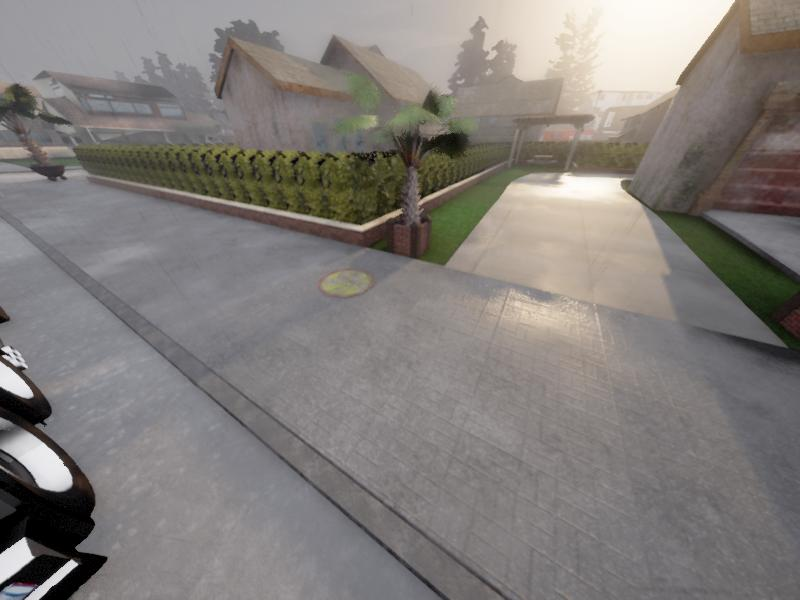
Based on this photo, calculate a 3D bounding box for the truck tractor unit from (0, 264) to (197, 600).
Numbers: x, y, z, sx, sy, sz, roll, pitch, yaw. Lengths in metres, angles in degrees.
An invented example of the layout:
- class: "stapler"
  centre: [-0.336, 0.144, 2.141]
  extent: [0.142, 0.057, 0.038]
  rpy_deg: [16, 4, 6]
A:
- class: "truck tractor unit"
  centre: [-5.117, -0.292, 0.790]
  extent: [6.516, 4.208, 3.053]
  rpy_deg: [18, 39, 24]

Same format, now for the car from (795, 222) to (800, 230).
- class: "car"
  centre: [10.402, -1.358, 3.995]
  extent: [1.845, 1.501, 3.633]
  rpy_deg: [16, 38, 22]
